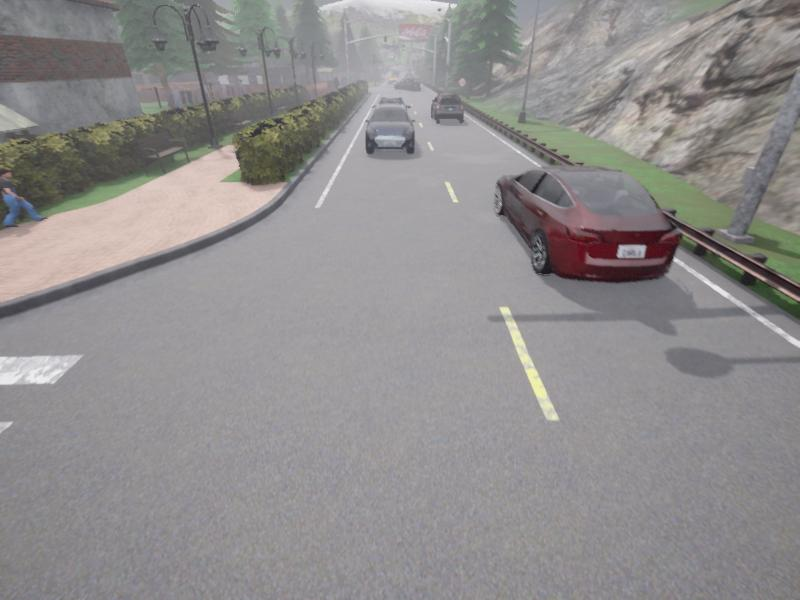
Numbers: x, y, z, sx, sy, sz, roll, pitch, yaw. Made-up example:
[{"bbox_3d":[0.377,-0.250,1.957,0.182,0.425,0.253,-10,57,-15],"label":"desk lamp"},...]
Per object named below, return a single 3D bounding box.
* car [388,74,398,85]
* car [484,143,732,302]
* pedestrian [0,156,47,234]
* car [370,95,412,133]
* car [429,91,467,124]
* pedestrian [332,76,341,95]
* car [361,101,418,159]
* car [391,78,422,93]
[{"bbox_3d":[-1.267,-42.038,76.229,1.801,1.575,5.366,0,30,-1],"label":"car"},{"bbox_3d":[3.223,-1.824,7.658,2.163,1.488,4.792,0,30,-1],"label":"car"},{"bbox_3d":[-8.003,-2.160,8.199,0.751,1.300,0.751,-22,37,-32],"label":"pedestrian"},{"bbox_3d":[-0.495,-10.721,22.853,2.128,1.511,4.902,0,30,-1],"label":"car"},{"bbox_3d":[2.970,-12.344,25.533,1.851,1.617,3.988,0,30,-1],"label":"car"},{"bbox_3d":[-7.330,-24.804,46.252,0.751,1.860,0.751,-1,30,-1],"label":"pedestrian"},{"bbox_3d":[-0.411,-7.334,16.942,2.033,1.649,4.856,0,30,-1],"label":"car"},{"bbox_3d":[0.949,-31.308,58.362,2.242,1.667,4.611,-19,35,-29],"label":"car"}]
